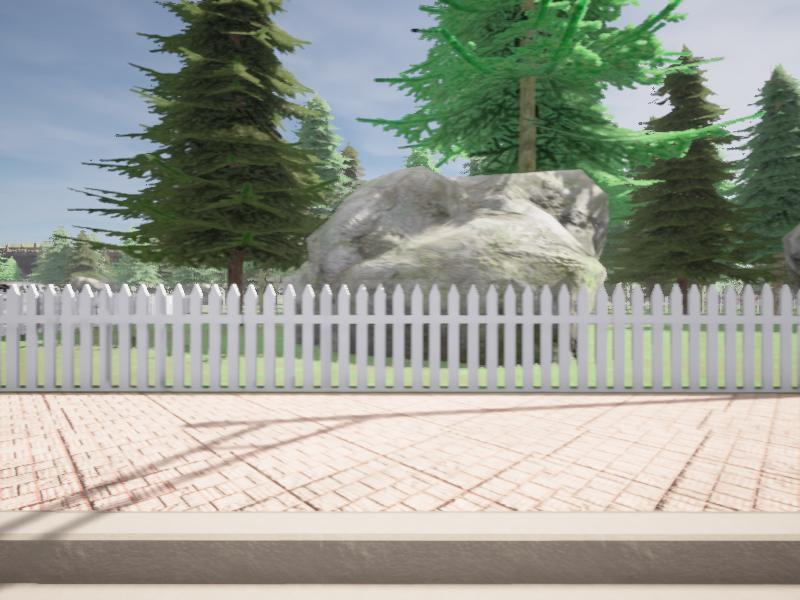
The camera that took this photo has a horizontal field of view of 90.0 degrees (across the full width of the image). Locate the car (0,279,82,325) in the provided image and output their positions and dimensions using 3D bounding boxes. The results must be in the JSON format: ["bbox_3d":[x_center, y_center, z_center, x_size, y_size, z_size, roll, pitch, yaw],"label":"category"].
[{"bbox_3d":[-15.712,0.085,16.669,2.242,1.667,4.611,0,0,-16],"label":"car"}]
